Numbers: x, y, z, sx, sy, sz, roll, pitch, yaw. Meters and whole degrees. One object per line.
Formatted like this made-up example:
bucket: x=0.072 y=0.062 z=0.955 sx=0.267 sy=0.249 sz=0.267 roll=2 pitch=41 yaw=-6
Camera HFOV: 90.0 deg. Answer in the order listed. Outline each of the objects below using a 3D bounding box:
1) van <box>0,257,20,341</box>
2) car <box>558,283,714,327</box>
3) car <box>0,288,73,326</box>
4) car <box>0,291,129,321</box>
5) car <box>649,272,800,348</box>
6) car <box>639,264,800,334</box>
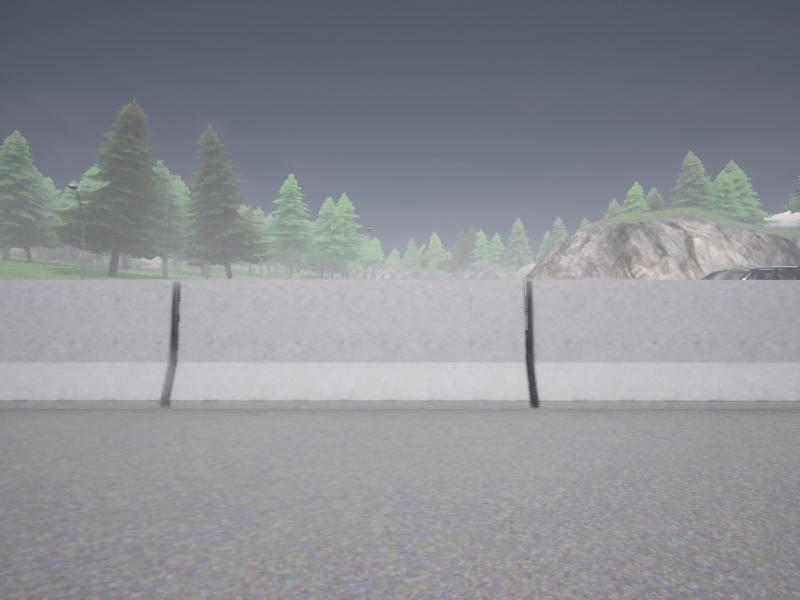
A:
van: x=-11.969 y=-0.027 z=9.204 sx=4.480 sy=2.038 sz=2.069 roll=0 pitch=0 yaw=0
car: x=9.357 y=0.179 z=16.199 sx=5.027 sy=1.651 sz=2.152 roll=0 pitch=0 yaw=0
car: x=-16.329 y=0.271 z=16.202 sx=4.674 sy=1.442 sz=1.812 roll=0 pitch=0 yaw=0
car: x=-16.715 y=0.297 z=19.704 sx=5.357 sy=1.411 sz=2.033 roll=0 pitch=0 yaw=0
car: x=8.979 y=0.200 z=9.200 sx=5.366 sy=1.575 sz=1.801 roll=0 pitch=0 yaw=0
car: x=11.001 y=-0.033 z=12.699 sx=5.566 sy=2.045 sz=2.150 roll=0 pitch=0 yaw=0
